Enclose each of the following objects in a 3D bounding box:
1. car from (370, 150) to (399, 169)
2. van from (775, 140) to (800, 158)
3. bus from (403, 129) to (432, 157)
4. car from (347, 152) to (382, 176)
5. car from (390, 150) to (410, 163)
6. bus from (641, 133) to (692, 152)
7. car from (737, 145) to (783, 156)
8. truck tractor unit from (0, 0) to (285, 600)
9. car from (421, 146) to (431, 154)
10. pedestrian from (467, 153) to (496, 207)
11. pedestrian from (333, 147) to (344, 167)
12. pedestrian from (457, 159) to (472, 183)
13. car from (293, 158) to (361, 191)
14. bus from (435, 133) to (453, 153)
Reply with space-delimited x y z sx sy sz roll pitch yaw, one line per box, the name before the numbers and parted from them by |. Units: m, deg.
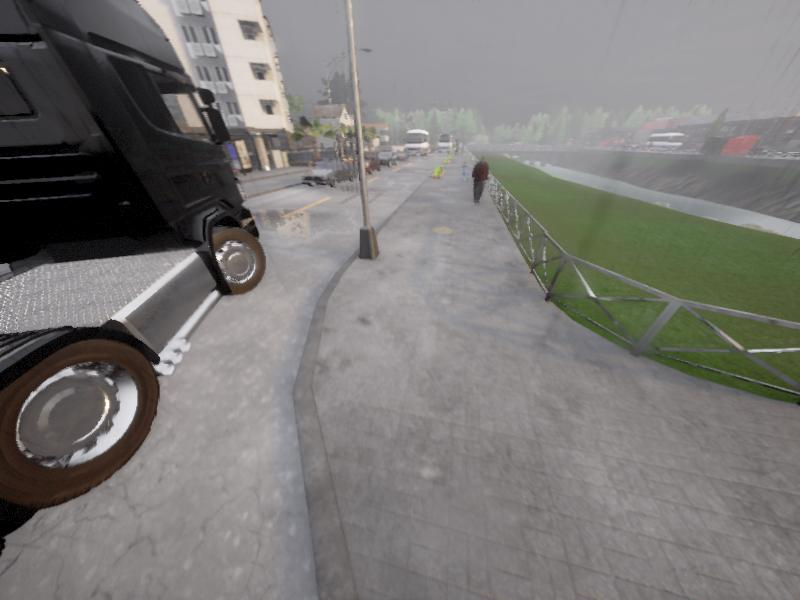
car | -1.636 -16.474 26.896 1.930 1.638 5.238 7 35 10
van | 68.942 -25.561 39.019 1.988 2.561 5.915 7 35 10
bus | 3.673 -30.881 45.724 3.944 4.253 10.273 7 34 10
car | -3.111 -12.676 21.358 1.851 1.617 3.988 7 35 10
car | 0.039 -20.654 33.267 1.994 1.385 4.181 7 35 10
bus | 76.594 -45.646 66.951 3.944 4.253 10.273 7 35 10
car | 70.574 -29.382 45.393 2.242 1.667 4.611 7 35 10
truck tractor unit | -3.828 -0.808 1.581 3.053 4.208 6.516 -8 34 -7
car | 6.591 -37.589 57.916 1.801 1.575 5.366 7 35 10
pedestrian | 3.249 -4.868 9.399 0.751 1.860 0.751 7 35 10
pedestrian | -6.882 -16.151 26.031 0.751 1.860 0.751 5 35 8
pedestrian | 4.277 -8.586 15.350 0.751 1.300 0.751 10 36 15
car | -4.617 -8.714 15.737 2.033 1.411 5.357 7 35 10
bus | 12.502 -43.705 64.481 3.944 4.253 10.273 7 35 10
